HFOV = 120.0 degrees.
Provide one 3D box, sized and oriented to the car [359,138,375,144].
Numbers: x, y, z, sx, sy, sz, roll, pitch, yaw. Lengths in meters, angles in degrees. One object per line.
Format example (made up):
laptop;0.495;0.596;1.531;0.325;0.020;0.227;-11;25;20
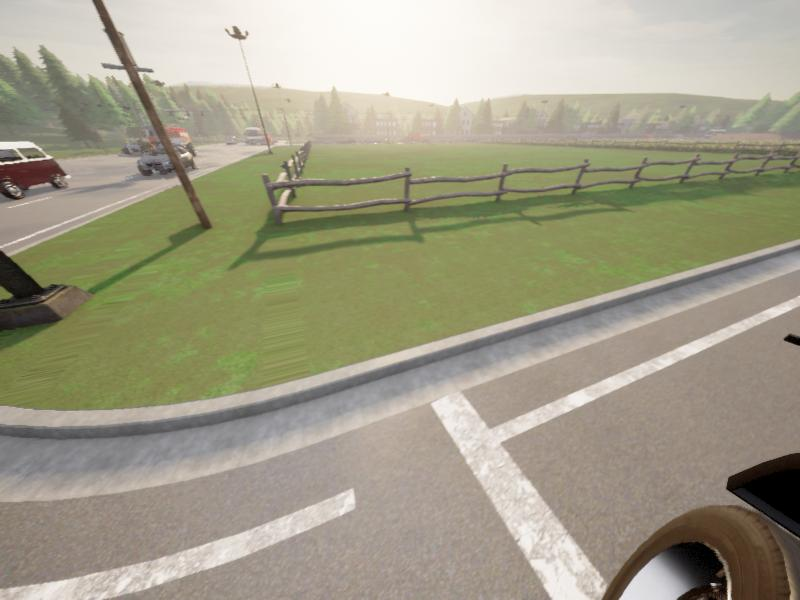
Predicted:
car;-11.010;-53.391;77.595;4.792;1.488;2.163;-12;37;-16

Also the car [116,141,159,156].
car;-39.673;-23.105;35.080;2.152;1.651;5.027;-12;37;-16

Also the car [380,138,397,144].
car;-3.808;-52.782;76.652;5.366;1.575;1.801;-12;37;-16

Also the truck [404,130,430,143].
truck;6.043;-57.960;81.905;8.468;3.827;2.891;-12;37;-16

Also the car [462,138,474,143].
car;26.197;-61.224;88.501;3.806;1.475;1.970;-12;37;-16

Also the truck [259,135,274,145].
truck;-39.331;-47.264;68.261;2.627;2.467;5.204;-12;37;-16

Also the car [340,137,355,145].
car;-15.952;-48.189;69.976;3.866;1.878;1.905;-12;37;-16

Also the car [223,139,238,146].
car;-50.739;-47.228;69.238;2.152;1.651;5.027;-12;37;-16

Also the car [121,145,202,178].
car;-16.926;-10.192;16.812;2.242;1.667;4.611;-12;37;-16

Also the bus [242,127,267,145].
bus;-44.192;-50.075;70.689;3.944;4.253;10.273;-12;37;-16

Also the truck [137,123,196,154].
truck;-37.303;-26.198;37.514;2.891;3.827;8.468;-12;37;-16

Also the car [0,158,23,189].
car;-21.786;-5.897;10.973;1.816;1.474;4.193;-12;37;-16

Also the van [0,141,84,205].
van;-17.834;-5.753;10.258;2.069;2.038;4.480;-12;38;-15

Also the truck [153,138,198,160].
truck;-27.281;-18.685;28.411;2.390;2.098;6.274;-18;39;-23

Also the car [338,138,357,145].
car;-16.598;-50.117;72.883;5.238;1.638;1.930;-12;37;-16
